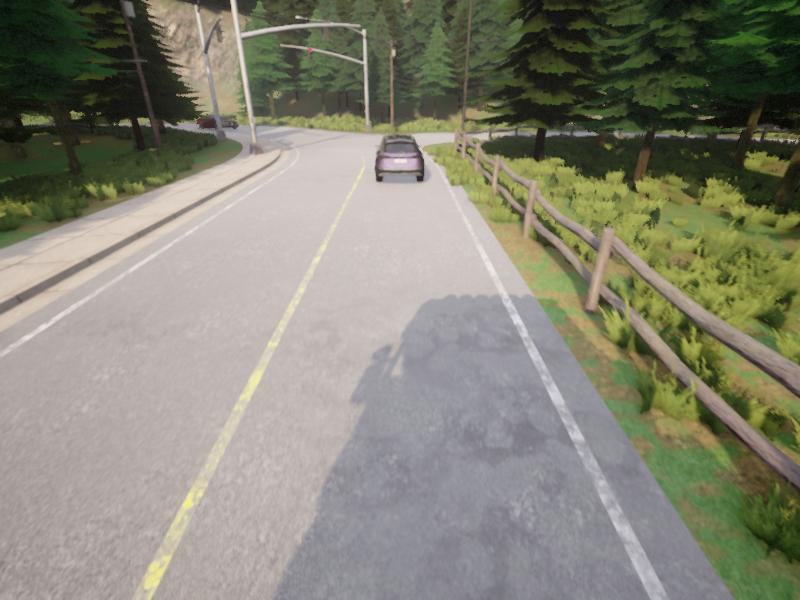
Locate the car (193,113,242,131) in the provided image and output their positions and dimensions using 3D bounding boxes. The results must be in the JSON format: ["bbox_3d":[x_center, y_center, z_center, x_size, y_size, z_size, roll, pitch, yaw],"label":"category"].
[{"bbox_3d":[-17.745,-17.310,38.909,4.181,1.385,1.994,14,30,25],"label":"car"}]

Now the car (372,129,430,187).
[{"bbox_3d":[-0.057,-6.029,16.616,2.033,1.649,4.856,-1,27,-2],"label":"car"}]
